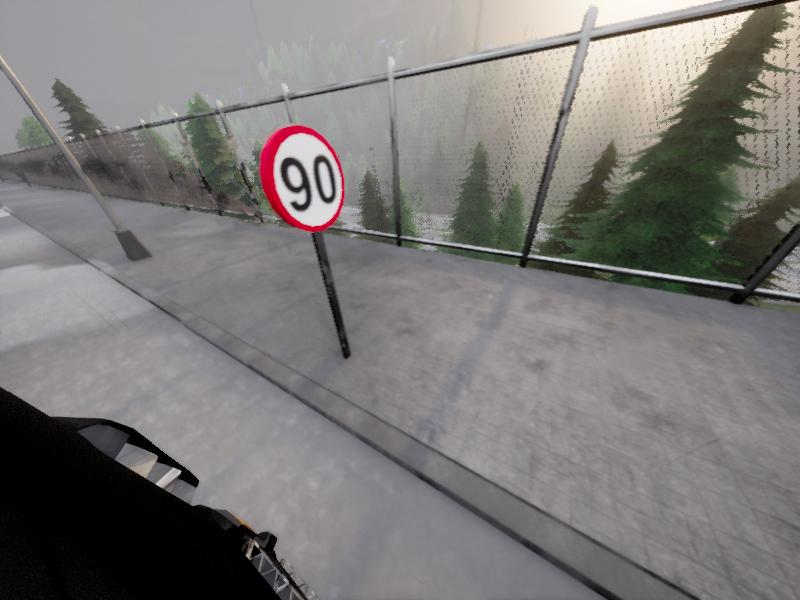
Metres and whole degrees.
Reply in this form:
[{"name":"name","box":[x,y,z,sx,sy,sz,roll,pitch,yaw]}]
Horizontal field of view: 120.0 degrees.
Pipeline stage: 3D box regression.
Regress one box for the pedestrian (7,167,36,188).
[{"name":"pedestrian","box":[-39.696,-12.900,24.265,0.751,1.860,0.751,21,41,32]}]

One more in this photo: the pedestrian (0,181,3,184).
[{"name":"pedestrian","box":[-53.819,-16.234,30.312,0.751,1.860,0.751,14,37,23]}]
